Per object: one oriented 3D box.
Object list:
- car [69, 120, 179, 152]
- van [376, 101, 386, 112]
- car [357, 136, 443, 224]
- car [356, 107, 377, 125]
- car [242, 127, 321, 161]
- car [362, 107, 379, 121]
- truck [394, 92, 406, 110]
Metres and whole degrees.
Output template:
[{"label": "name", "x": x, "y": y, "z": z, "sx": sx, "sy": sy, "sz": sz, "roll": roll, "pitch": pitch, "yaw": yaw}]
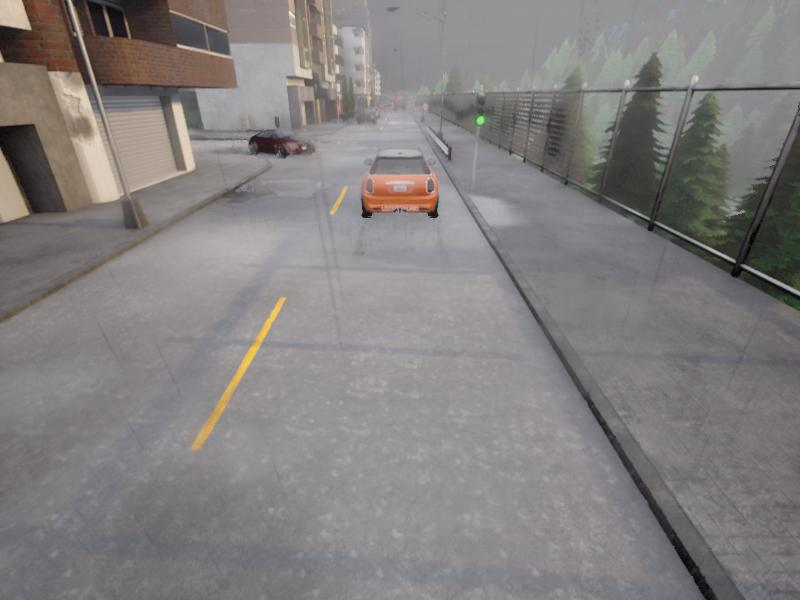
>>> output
[{"label": "car", "x": -17.125, "y": -10.313, "z": 25.068, "sx": 5.027, "sy": 1.651, "sz": 2.152, "roll": 0, "pitch": 27, "yaw": 0}, {"label": "van", "x": -3.996, "y": -41.262, "z": 85.226, "sx": 1.775, "sy": 1.987, "sz": 4.442, "roll": 0, "pitch": 27, "yaw": 0}, {"label": "car", "x": 0.003, "y": -3.841, "z": 12.214, "sx": 2.097, "sy": 1.767, "sz": 4.553, "roll": 0, "pitch": 27, "yaw": 0}, {"label": "car", "x": -3.990, "y": -22.344, "z": 48.420, "sx": 2.097, "sy": 1.767, "sz": 4.553, "roll": 0, "pitch": 27, "yaw": 0}, {"label": "car", "x": -6.685, "y": -8.896, "z": 22.573, "sx": 4.181, "sy": 1.385, "sz": 1.994, "roll": 20, "pitch": 33, "yaw": 33}, {"label": "car", "x": -3.991, "y": -25.487, "z": 54.805, "sx": 1.801, "sy": 1.575, "sz": 5.366, "roll": 0, "pitch": 27, "yaw": 0}, {"label": "truck", "x": 0.007, "y": -48.469, "z": 97.300, "sx": 2.891, "sy": 3.827, "sz": 8.468, "roll": 0, "pitch": 27, "yaw": 0}]
